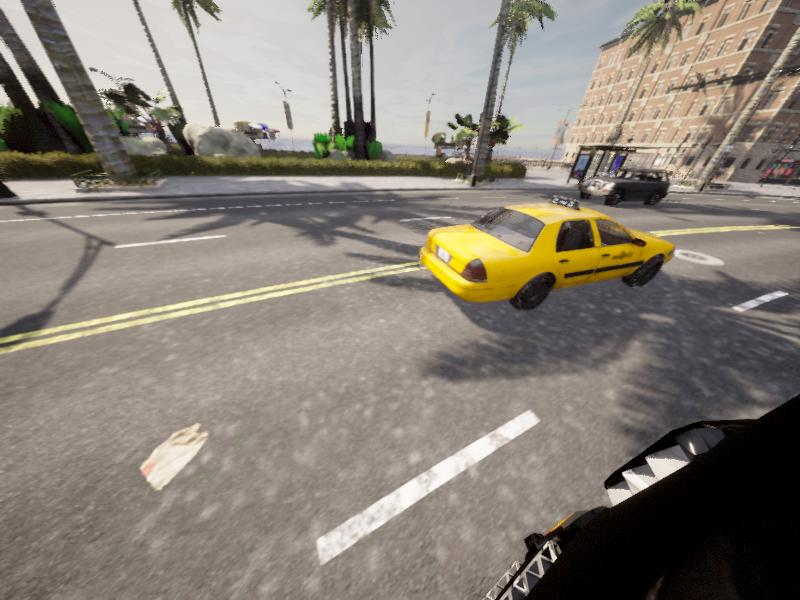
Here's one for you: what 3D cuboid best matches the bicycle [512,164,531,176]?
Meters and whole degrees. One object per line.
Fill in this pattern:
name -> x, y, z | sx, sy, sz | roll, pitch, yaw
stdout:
bicycle -> 12.927, -13.813, 24.619 | 1.643, 1.024, 0.373 | 0, 34, -5

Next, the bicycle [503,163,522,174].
bicycle -> 12.789, -14.928, 26.288 | 1.643, 1.024, 0.373 | 0, 34, -5

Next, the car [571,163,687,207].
car -> 12.707, -6.456, 13.008 | 4.605, 1.855, 1.932 | -5, 34, -13

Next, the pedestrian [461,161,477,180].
pedestrian -> 5.603, -10.485, 18.703 | 0.751, 1.300, 0.751 | -4, 34, -10

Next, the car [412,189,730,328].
car -> 3.104, -1.139, 4.494 | 5.366, 1.575, 1.801 | -9, 36, -18

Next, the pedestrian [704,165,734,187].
pedestrian -> 32.979, -12.818, 23.918 | 0.751, 1.860, 0.751 | -3, 34, -10
